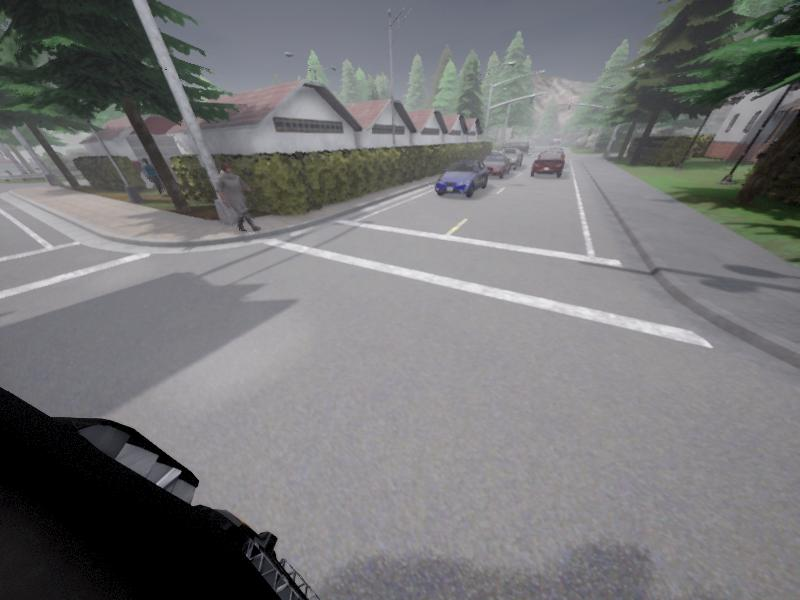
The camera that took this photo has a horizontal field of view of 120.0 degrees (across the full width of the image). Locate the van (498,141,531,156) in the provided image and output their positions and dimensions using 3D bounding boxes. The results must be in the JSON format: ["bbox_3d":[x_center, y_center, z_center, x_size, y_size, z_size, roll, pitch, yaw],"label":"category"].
[{"bbox_3d":[19.091,-25.403,38.714,4.442,1.987,1.775,17,39,26],"label":"van"}]

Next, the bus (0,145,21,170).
[{"bbox_3d":[-84.414,-27.386,44.790,3.944,4.253,10.273,17,39,26],"label":"bus"}]

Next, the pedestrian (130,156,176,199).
[{"bbox_3d":[-12.818,-6.374,12.030,0.751,1.860,0.751,17,39,26],"label":"pedestrian"}]

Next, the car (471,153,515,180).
[{"bbox_3d":[7.001,-10.003,17.222,1.994,1.385,4.181,17,39,26],"label":"car"}]

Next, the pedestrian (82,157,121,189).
[{"bbox_3d":[-20.933,-8.909,16.234,0.751,1.860,0.751,18,39,26],"label":"pedestrian"}]

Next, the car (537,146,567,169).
[{"bbox_3d":[14.605,-13.686,22.111,1.882,1.535,5.008,17,38,25],"label":"car"}]

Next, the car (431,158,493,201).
[{"bbox_3d":[3.336,-6.432,12.057,1.816,1.474,4.193,17,38,25],"label":"car"}]

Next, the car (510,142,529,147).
[{"bbox_3d":[40.258,-52.524,78.077,2.033,1.411,5.357,-23,40,-28],"label":"car"}]

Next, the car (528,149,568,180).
[{"bbox_3d":[10.889,-10.014,16.895,1.882,1.535,5.008,17,38,25],"label":"car"}]

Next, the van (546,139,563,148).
[{"bbox_3d":[43.680,-44.355,65.327,2.069,2.038,4.480,5,35,9],"label":"van"}]

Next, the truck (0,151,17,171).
[{"bbox_3d":[-78.575,-25.300,41.811,2.891,3.827,8.468,17,39,26],"label":"truck"}]

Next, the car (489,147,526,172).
[{"bbox_3d":[10.151,-13.262,21.635,2.152,1.651,5.027,17,38,25],"label":"car"}]

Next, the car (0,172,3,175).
[{"bbox_3d":[-60.217,-18.256,32.566,1.789,1.549,3.705,-7,35,-2],"label":"car"}]

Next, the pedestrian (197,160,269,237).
[{"bbox_3d":[-4.598,-2.843,6.517,0.751,1.860,0.751,11,36,18],"label":"pedestrian"}]
